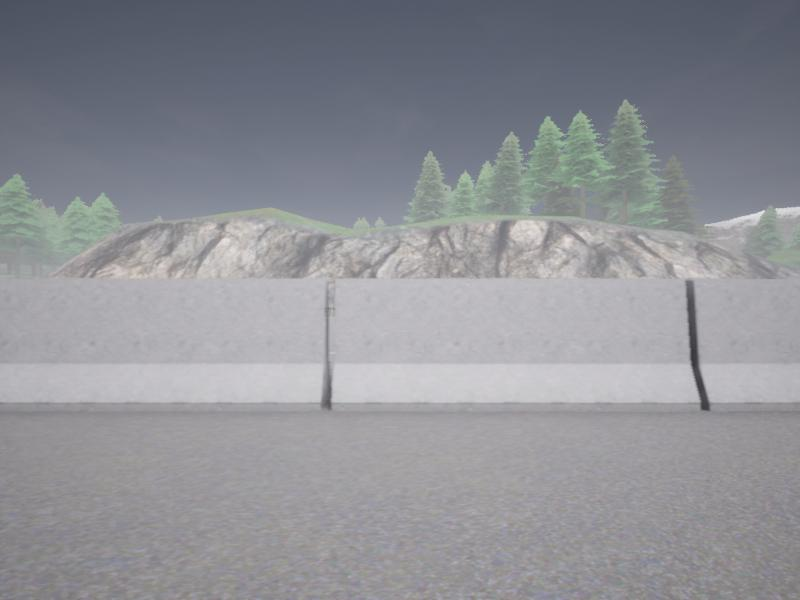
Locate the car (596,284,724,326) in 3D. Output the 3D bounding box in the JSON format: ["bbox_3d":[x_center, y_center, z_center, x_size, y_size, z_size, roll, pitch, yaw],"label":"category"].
[{"bbox_3d":[10.383,0.185,16.204,3.988,1.617,1.851,0,0,0],"label":"car"}]

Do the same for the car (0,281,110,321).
[{"bbox_3d":[-16.905,0.052,19.701,3.866,1.878,1.905,0,0,0],"label":"car"}]

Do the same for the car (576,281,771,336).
[{"bbox_3d":[8.079,0.226,12.262,4.514,1.525,2.007,0,0,6],"label":"car"}]
